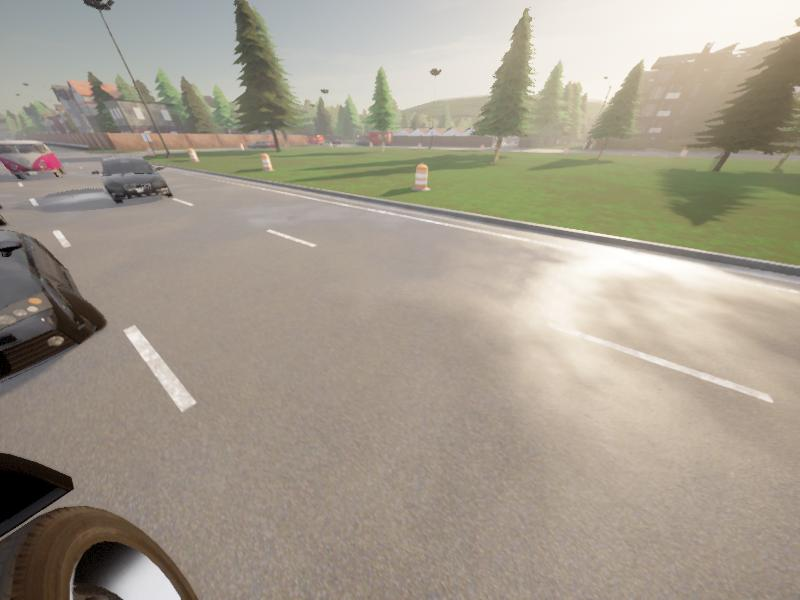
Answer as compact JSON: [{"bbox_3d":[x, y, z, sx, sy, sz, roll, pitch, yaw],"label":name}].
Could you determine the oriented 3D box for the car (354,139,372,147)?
[{"bbox_3d":[-10.420,-44.684,65.723,4.611,1.667,2.242,22,41,27],"label":"car"}]

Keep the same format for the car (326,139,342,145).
[{"bbox_3d":[-22.378,-53.701,78.457,4.792,1.488,2.163,22,41,27],"label":"car"}]

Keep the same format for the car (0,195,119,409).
[{"bbox_3d":[-5.827,-0.087,2.820,4.181,1.385,1.994,22,43,28],"label":"car"}]

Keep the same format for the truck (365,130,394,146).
[{"bbox_3d":[-6.249,-48.863,69.673,8.468,3.827,2.891,22,41,27],"label":"truck"}]

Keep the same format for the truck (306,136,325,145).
[{"bbox_3d":[-27.254,-51.770,74.832,5.204,2.467,2.627,22,41,27],"label":"truck"}]

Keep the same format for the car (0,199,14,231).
[{"bbox_3d":[-14.022,-3.056,6.731,5.027,1.651,2.152,21,40,27],"label":"car"}]

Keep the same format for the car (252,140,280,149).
[{"bbox_3d":[-30.086,-35.020,51.928,2.242,1.667,4.611,24,42,30],"label":"car"}]

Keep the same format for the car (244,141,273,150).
[{"bbox_3d":[-29.270,-32.099,47.871,2.007,1.525,4.514,18,39,23],"label":"car"}]

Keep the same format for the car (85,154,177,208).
[{"bbox_3d":[-11.829,-5.473,10.272,1.837,1.490,4.892,-29,45,-35],"label":"car"}]

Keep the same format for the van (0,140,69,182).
[{"bbox_3d":[-23.371,-8.909,14.639,4.442,1.987,1.775,29,44,35],"label":"van"}]

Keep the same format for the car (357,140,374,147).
[{"bbox_3d":[-10.338,-47.019,69.198,5.027,1.651,2.152,22,41,27],"label":"car"}]
